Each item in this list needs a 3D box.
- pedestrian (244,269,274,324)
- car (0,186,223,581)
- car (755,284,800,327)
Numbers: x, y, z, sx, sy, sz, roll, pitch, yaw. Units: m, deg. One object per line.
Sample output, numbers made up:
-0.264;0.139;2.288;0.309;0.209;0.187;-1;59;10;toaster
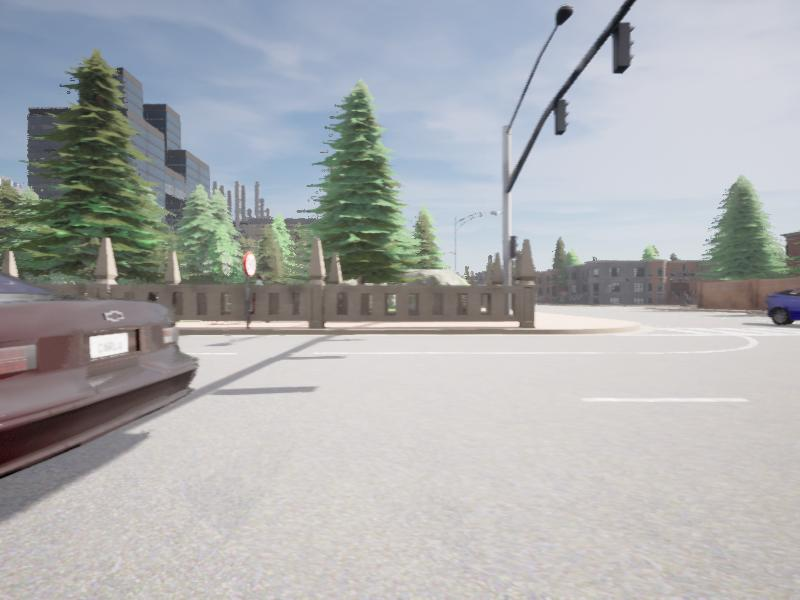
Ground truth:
-4.874;-0.108;13.896;0.751;1.860;0.751;0;0;2;pedestrian
-4.106;0.301;2.203;5.357;1.411;2.033;0;0;0;car
15.215;0.208;13.664;2.007;1.525;4.514;0;0;-3;car
